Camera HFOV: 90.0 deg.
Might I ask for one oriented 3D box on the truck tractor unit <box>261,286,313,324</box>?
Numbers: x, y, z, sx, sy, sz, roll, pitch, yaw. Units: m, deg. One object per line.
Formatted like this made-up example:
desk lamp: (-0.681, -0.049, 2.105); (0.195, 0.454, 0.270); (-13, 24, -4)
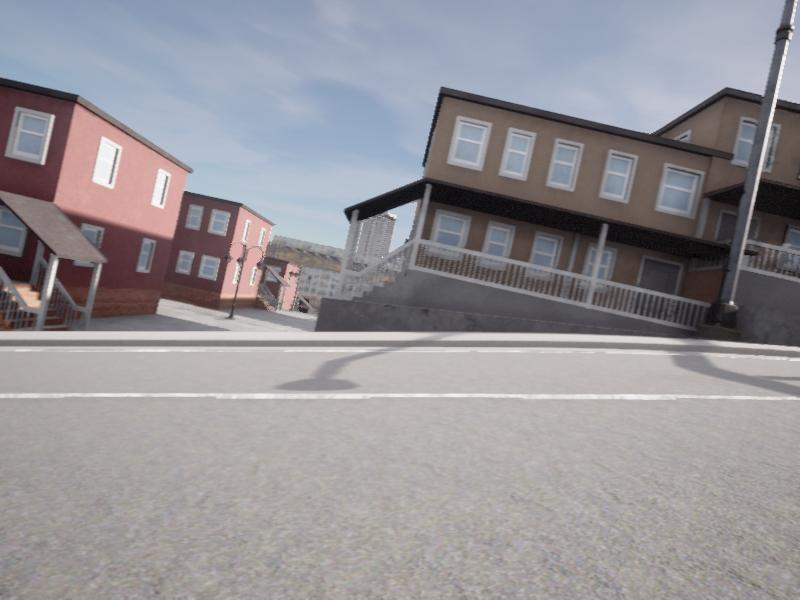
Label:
truck tractor unit: (-16.707, 0.749, 59.129); (6.516, 4.208, 3.053); (12, -1, -17)

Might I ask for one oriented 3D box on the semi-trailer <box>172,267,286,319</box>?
semi-trailer: (-24.248, -0.990, 57.494); (14.254, 4.402, 2.717); (12, 0, -10)
